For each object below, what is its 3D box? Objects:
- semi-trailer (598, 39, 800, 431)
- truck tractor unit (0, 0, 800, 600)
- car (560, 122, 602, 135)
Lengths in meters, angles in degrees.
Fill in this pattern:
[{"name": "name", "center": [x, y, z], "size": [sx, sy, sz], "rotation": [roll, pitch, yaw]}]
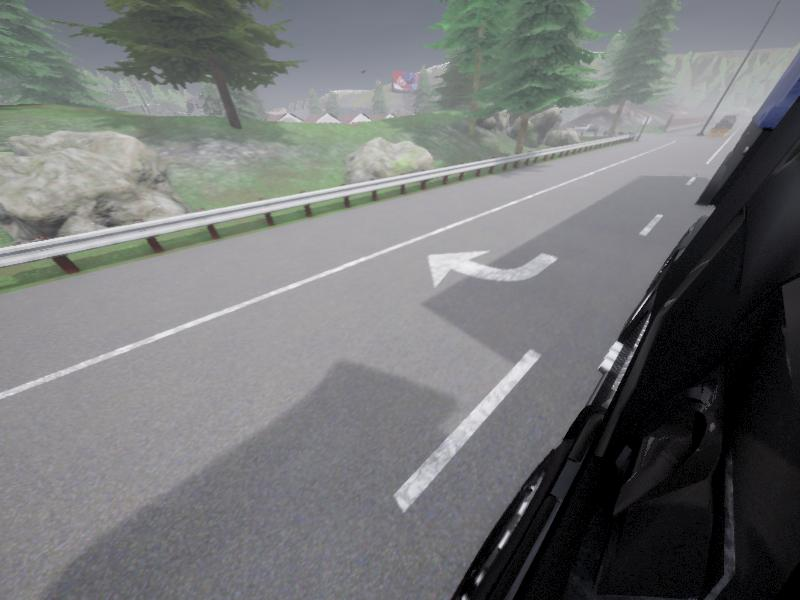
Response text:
[{"name": "semi-trailer", "center": [8.692, -3.595, 4.257], "size": [14.254, 4.402, 2.717], "rotation": [-28, 43, -30]}, {"name": "truck tractor unit", "center": [2.645, -0.295, 0.351], "size": [6.516, 4.208, 3.053], "rotation": [-28, 44, -30]}, {"name": "car", "center": [30.204, -28.665, 38.735], "size": [2.038, 1.542, 4.974], "rotation": [-28, 44, -30]}]
